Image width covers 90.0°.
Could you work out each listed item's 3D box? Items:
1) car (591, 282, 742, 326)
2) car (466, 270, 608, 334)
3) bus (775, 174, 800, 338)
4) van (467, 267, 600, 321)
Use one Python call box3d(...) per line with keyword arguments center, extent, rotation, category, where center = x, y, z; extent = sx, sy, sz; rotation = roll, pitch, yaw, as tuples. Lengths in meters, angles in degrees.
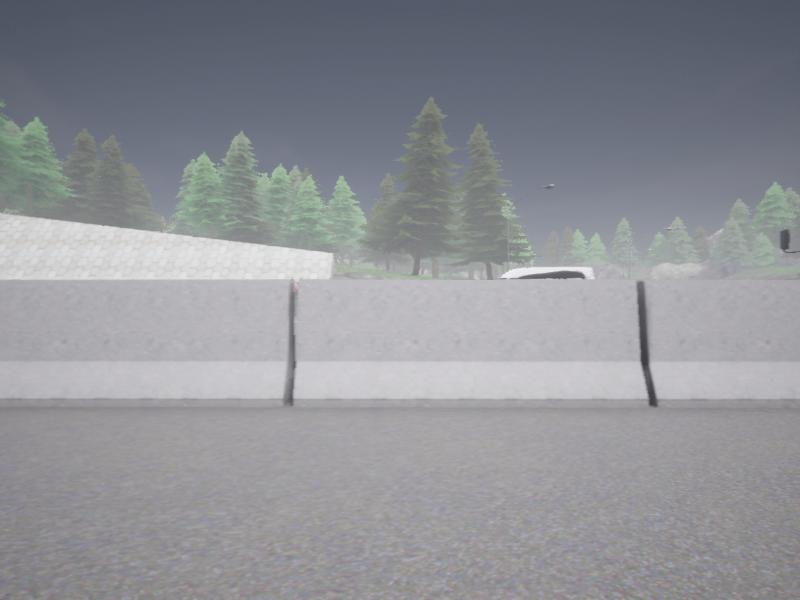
box3d(center=(10.569, 0.158, 16.195), extent=(4.611, 1.667, 2.242), rotation=(0, 0, 0), category="car")
box3d(center=(4.172, 0.047, 12.700), extent=(3.866, 1.878, 1.905), rotation=(0, 0, 0), category="car")
box3d(center=(15.503, -1.130, 9.074), extent=(10.273, 4.253, 3.944), rotation=(0, 0, 0), category="bus")
box3d(center=(6.412, -0.277, 19.702), extent=(5.915, 2.561, 1.988), rotation=(0, 0, 0), category="van")
